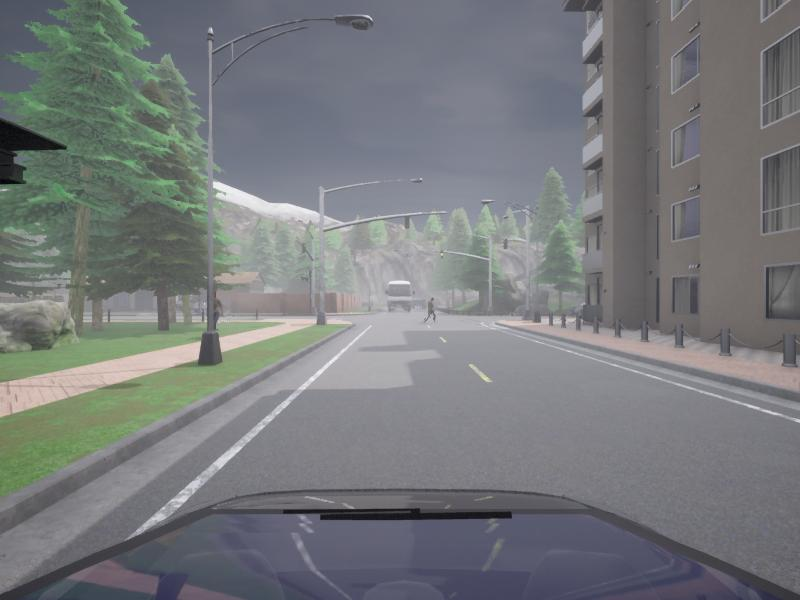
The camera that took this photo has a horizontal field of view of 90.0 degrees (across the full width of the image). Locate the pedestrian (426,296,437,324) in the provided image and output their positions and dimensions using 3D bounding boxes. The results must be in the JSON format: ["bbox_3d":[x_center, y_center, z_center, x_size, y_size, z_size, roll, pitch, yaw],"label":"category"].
[{"bbox_3d":[2.117,0.637,26.920,0.751,1.860,0.751,0,0,1],"label":"pedestrian"}]

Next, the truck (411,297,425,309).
[{"bbox_3d":[3.388,0.540,75.797,2.390,2.098,6.274,0,0,0],"label":"truck"}]

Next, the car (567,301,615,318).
[{"bbox_3d":[17.715,0.842,37.232,3.633,1.501,1.845,0,0,-1],"label":"car"}]

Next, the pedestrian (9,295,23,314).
[{"bbox_3d":[-38.972,0.476,40.616,0.751,1.860,0.751,0,0,-5],"label":"pedestrian"}]

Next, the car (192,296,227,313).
[{"bbox_3d":[-21.587,0.503,45.523,1.932,1.855,4.605,0,0,-1],"label":"car"}]

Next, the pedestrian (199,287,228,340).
[{"bbox_3d":[-6.747,0.485,14.508,0.751,1.860,0.751,0,0,-3],"label":"pedestrian"}]

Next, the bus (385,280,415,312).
[{"bbox_3d":[0.035,-0.534,57.845,3.944,4.253,10.273,0,0,0],"label":"bus"}]

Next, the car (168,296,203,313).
[{"bbox_3d":[-24.091,0.505,45.073,1.905,1.878,3.866,0,0,-1],"label":"car"}]
